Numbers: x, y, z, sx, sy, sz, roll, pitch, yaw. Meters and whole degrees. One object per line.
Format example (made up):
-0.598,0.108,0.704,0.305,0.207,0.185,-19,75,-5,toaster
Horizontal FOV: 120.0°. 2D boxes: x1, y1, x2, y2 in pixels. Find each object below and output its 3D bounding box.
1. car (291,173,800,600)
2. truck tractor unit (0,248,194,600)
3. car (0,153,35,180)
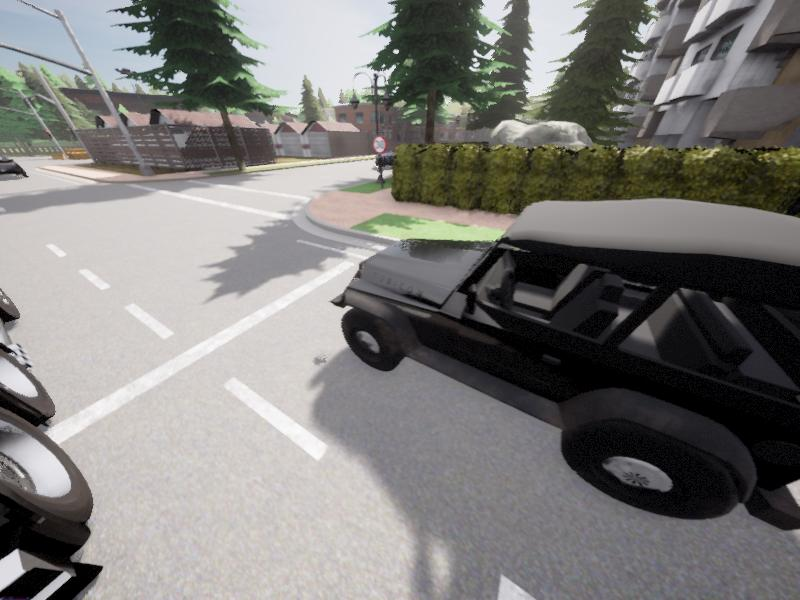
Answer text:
1.209,-0.006,2.342,3.866,1.878,1.905,20,40,26,car
-5.085,-0.326,0.816,6.516,4.208,3.053,19,39,25,truck tractor unit
-30.682,-10.178,17.542,4.902,1.511,2.128,18,39,24,car
